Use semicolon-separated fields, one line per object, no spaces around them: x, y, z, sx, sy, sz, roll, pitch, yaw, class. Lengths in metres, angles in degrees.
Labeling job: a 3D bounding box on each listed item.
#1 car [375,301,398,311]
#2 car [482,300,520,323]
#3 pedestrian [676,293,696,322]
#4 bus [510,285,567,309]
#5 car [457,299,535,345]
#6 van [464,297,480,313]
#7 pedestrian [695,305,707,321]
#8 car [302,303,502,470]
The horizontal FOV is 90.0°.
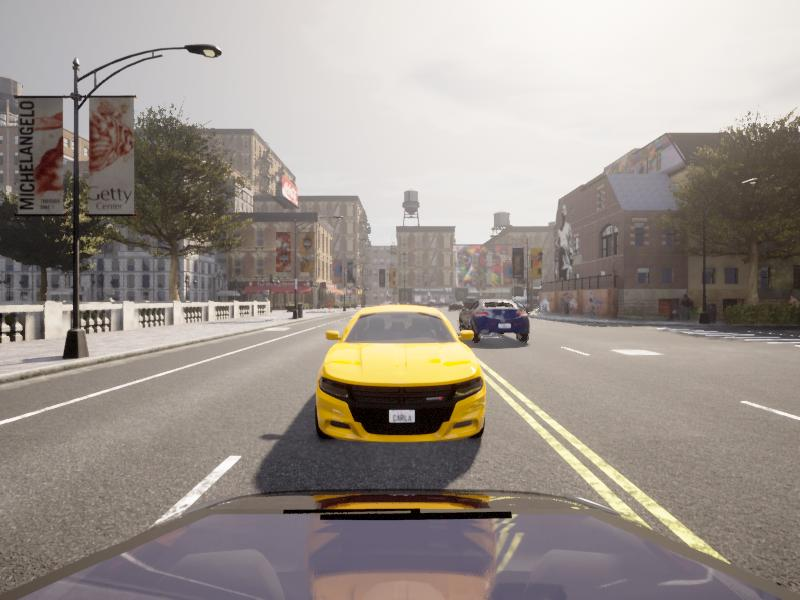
-1.999;0.864;61.206;2.002;1.452;4.674;0;0;20;car
7.574;0.788;30.396;1.851;1.617;3.988;0;0;-1;car
18.605;0.485;26.025;0.751;1.860;0.751;0;0;-24;pedestrian
26.153;-0.538;75.462;10.273;4.253;3.944;0;0;-26;bus
3.761;0.780;16.703;2.152;1.651;5.027;0;0;1;car
9.383;0.598;51.817;1.775;1.987;4.442;0;0;14;van
20.251;0.865;26.920;0.500;1.100;0.500;0;0;-31;pedestrian
-0.014;0.823;6.265;1.882;1.535;5.008;0;0;-1;car
